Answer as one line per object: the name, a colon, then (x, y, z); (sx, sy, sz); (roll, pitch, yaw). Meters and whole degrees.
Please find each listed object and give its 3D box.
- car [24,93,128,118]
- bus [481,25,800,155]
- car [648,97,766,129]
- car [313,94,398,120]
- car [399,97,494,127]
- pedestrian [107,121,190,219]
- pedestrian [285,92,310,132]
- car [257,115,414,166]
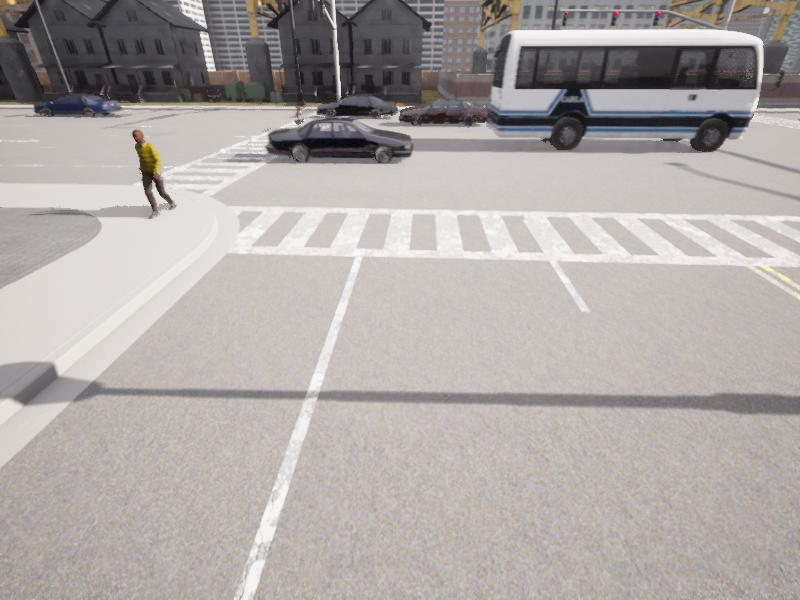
car: (-22.417, -13.549, 27.829); (5.357, 1.411, 2.033); (1, 30, 3)
bus: (9.031, -8.727, 16.741); (10.273, 4.253, 3.944); (1, 30, 3)
car: (17.465, -10.791, 23.008); (4.892, 1.490, 1.837); (1, 30, 3)
car: (-2.878, -13.044, 26.963); (5.357, 1.411, 2.033); (1, 30, 3)
car: (2.648, -11.132, 23.692); (5.357, 1.411, 2.033); (1, 30, 3)
pedestrian: (-5.317, -2.770, 8.571); (0.751, 1.860, 0.751); (4, 30, 6)
pedestrian: (-5.366, -9.892, 21.058); (0.751, 1.860, 0.751); (10, 32, 17)
car: (-2.191, -5.952, 14.824); (5.357, 1.411, 2.033); (1, 30, 3)
